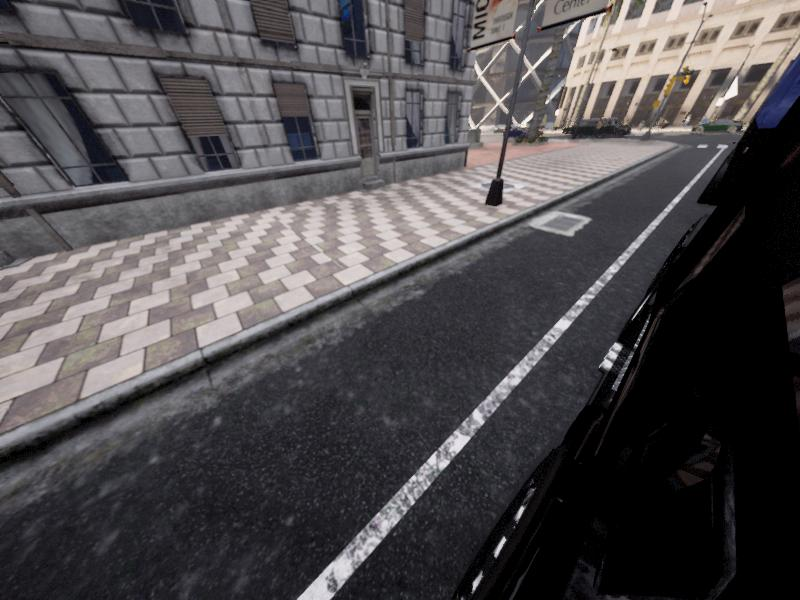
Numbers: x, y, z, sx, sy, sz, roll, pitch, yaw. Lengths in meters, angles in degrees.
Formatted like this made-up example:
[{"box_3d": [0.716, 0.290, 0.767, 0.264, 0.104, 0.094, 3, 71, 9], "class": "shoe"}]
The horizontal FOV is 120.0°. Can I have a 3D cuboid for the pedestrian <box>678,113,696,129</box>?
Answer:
[{"box_3d": [42.067, -26.194, 33.866, 0.751, 1.860, 0.751, 14, 40, 21], "class": "pedestrian"}]

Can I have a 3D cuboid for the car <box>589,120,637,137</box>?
[{"box_3d": [27.986, -22.565, 30.481, 1.851, 1.617, 3.988, -29, 44, -30], "class": "car"}]

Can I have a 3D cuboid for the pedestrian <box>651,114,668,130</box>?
[{"box_3d": [38.872, -26.605, 34.626, 0.751, 1.860, 0.751, -1, 37, 3], "class": "pedestrian"}]

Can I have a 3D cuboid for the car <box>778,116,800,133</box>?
[{"box_3d": [43.917, -18.128, 23.692, 2.033, 1.411, 5.357, -28, 44, -29], "class": "car"}]

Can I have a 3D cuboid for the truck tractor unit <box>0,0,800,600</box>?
[{"box_3d": [2.645, -0.295, 0.351, 6.516, 4.208, 3.053, -28, 44, -30], "class": "truck tractor unit"}]

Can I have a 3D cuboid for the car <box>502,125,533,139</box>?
[{"box_3d": [17.882, -25.621, 35.287, 3.633, 1.501, 1.845, 25, 45, 32], "class": "car"}]

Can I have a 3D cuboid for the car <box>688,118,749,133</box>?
[{"box_3d": [39.122, -21.455, 28.461, 1.994, 1.385, 4.181, -28, 44, -30], "class": "car"}]

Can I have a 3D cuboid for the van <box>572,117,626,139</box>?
[{"box_3d": [24.817, -21.529, 28.996, 1.775, 1.987, 4.442, -28, 44, -30], "class": "van"}]

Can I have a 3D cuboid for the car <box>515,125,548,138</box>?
[{"box_3d": [20.857, -26.847, 36.764, 3.806, 1.475, 1.970, 27, 46, 34], "class": "car"}]

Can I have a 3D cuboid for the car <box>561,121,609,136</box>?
[{"box_3d": [27.896, -26.008, 35.041, 1.930, 1.638, 5.238, -29, 44, -30], "class": "car"}]

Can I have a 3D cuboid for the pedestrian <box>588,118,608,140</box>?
[{"box_3d": [21.689, -18.776, 25.354, 0.751, 1.860, 0.751, 1, 37, 5], "class": "pedestrian"}]

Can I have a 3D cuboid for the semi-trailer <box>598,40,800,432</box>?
[{"box_3d": [8.693, -3.621, 4.216, 14.254, 4.402, 2.717, -28, 44, -30], "class": "semi-trailer"}]
